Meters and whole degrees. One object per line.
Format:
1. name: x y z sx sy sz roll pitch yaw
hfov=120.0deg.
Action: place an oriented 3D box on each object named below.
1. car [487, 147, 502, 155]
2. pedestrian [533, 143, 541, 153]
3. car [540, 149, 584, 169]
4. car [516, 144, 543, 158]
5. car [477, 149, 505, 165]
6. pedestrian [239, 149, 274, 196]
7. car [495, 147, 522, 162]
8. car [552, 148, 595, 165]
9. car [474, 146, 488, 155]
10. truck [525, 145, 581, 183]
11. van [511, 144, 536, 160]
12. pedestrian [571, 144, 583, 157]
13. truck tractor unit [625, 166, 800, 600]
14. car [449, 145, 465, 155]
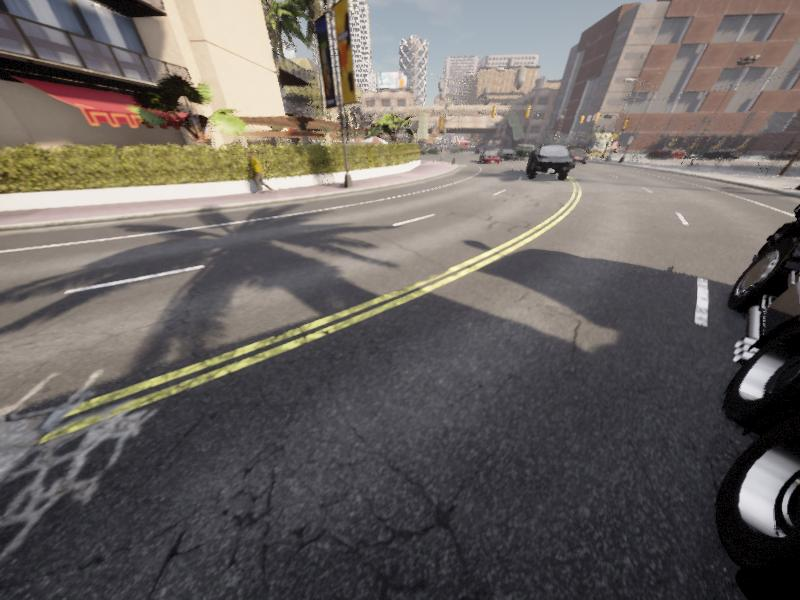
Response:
1. car: 21.175 -33.497 51.794 1.994 1.385 4.181 3 35 5
2. pedestrian: 31.180 -34.557 52.622 0.751 1.860 0.751 4 35 6
3. car: 17.695 -15.707 25.569 2.242 1.667 4.611 6 35 8
4. car: 23.587 -27.346 42.232 2.150 2.045 5.566 3 35 4
5. car: 11.443 -18.259 29.441 2.163 1.488 4.792 4 35 6
6. pedestrian: -6.695 -5.973 10.823 0.751 1.860 0.751 -23 41 -30
7. car: 15.511 -21.045 33.374 1.930 1.638 5.238 3 35 5
8. car: 21.912 -18.359 29.493 2.152 1.651 5.027 4 35 6
9. car: 17.439 -32.281 49.850 1.789 1.549 3.705 3 34 4
10. truck: 11.386 -10.661 17.813 2.390 2.098 6.274 13 37 18
11. van: 19.331 -23.288 36.353 1.775 1.987 4.442 4 35 5
12. pedestrian: 30.878 -26.097 40.282 0.751 1.860 0.751 -1 34 -1
13. truck tractor unit: 4.936 -0.441 1.005 6.516 4.208 3.053 -25 42 -31
14. car: 12.867 -33.933 52.029 2.097 1.767 4.553 17 38 24
